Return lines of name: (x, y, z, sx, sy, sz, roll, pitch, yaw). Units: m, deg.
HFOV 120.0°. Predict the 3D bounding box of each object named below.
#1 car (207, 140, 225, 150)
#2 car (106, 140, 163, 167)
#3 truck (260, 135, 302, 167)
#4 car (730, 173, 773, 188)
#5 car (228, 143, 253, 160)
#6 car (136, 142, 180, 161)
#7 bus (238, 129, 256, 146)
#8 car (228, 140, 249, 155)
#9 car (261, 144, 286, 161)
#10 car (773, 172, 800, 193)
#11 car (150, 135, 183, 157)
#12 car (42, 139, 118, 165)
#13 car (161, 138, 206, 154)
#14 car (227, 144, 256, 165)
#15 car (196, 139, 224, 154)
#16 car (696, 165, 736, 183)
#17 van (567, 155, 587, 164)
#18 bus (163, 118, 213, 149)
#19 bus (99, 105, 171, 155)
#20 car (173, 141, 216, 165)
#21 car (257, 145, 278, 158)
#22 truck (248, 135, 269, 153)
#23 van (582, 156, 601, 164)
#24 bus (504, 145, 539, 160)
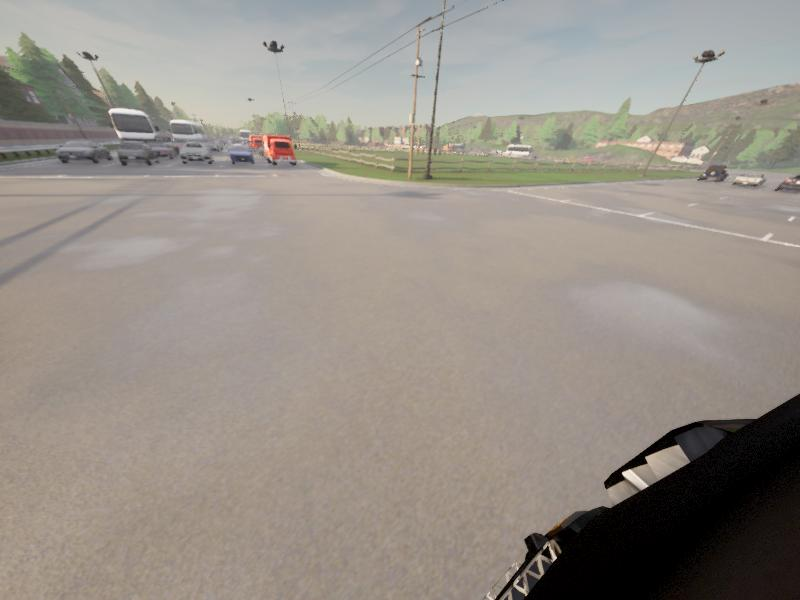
car: (-35.853, -30.377, 45.170, 2.163, 1.488, 4.792, -16, 38, -26)
car: (-20.522, -11.492, 18.085, 1.789, 1.549, 3.705, -16, 38, -26)
truck: (-12.118, -15.150, 23.392, 2.627, 2.467, 5.204, -16, 39, -26)
car: (41.665, -14.257, 27.401, 4.718, 1.301, 1.895, -16, 38, -26)
car: (-18.936, -17.577, 27.379, 1.970, 1.475, 3.806, -16, 38, -26)
car: (-24.037, -14.972, 23.175, 1.994, 1.385, 4.181, -16, 38, -25)
bus: (-53.822, -57.069, 81.162, 3.944, 4.253, 10.273, -16, 38, -26)
car: (-25.480, -24.105, 36.436, 2.242, 1.667, 4.611, -16, 39, -26)
car: (-15.776, -18.334, 28.718, 2.007, 1.525, 4.514, -16, 38, -26)
car: (41.529, -12.123, 23.861, 4.611, 1.667, 2.242, -16, 38, -26)
car: (-27.136, -17.900, 26.833, 1.905, 1.878, 3.866, -25, 43, -35)
car: (-24.607, -11.624, 18.055, 1.812, 1.442, 4.674, -16, 38, -26)
car: (-29.308, -21.002, 31.500, 2.242, 1.667, 4.611, -3, 34, -9)
car: (-15.778, -14.499, 22.973, 1.882, 1.535, 5.008, -16, 38, -26)
car: (-28.833, -23.473, 35.235, 2.242, 1.667, 4.611, -12, 36, -22)
car: (42.034, -16.853, 30.776, 3.866, 1.878, 1.905, -16, 38, -26)
van: (57.125, -45.352, 74.509, 1.775, 1.987, 4.442, -16, 38, -26)
bus: (-40.548, -32.115, 44.902, 3.944, 4.253, 10.273, -12, 37, -21)
bus: (-32.673, -21.200, 29.210, 3.944, 4.253, 10.273, -22, 41, -32)
car: (-18.798, -13.666, 21.411, 2.152, 1.651, 5.027, -16, 38, -26)
car: (-19.298, -21.726, 33.652, 1.994, 1.385, 4.181, -16, 38, -26)
truck: (-27.230, -30.038, 44.393, 2.627, 2.467, 5.204, -16, 41, -26)
van: (65.867, -48.270, 79.569, 1.775, 1.987, 4.442, -16, 38, -26)
bus: (44.637, -54.823, 85.633, 3.944, 4.253, 10.273, -16, 38, -26)
